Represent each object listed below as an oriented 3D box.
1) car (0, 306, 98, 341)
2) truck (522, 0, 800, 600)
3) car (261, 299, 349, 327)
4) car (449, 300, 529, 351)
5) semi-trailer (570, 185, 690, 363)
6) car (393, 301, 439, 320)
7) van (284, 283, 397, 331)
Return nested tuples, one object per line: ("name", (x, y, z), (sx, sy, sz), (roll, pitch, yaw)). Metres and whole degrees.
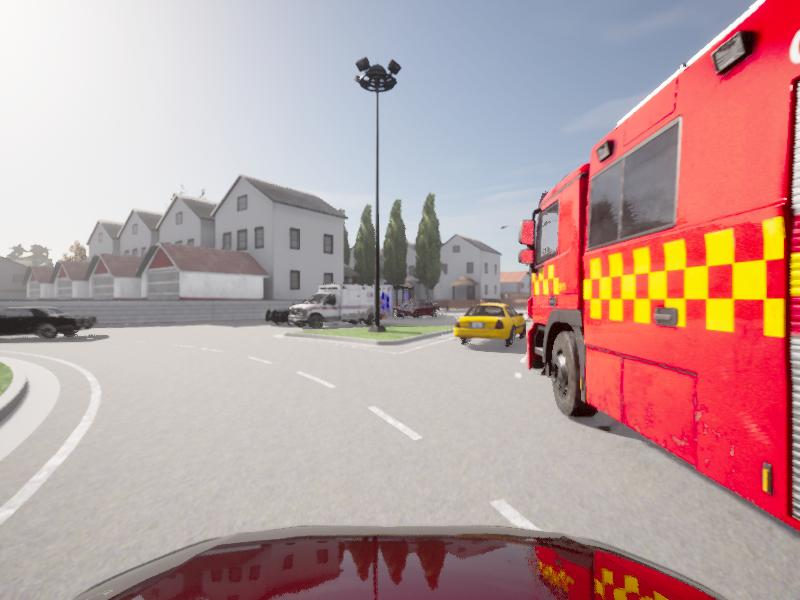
("car", (-15.405, 0.923, 16.204), (4.718, 1.301, 1.895), (0, 0, -15))
("truck", (3.481, -0.324, 2.847), (2.891, 3.827, 8.468), (0, 0, 2))
("car", (-5.982, 0.740, 25.775), (5.238, 1.638, 1.930), (0, 0, -43))
("car", (3.559, 0.783, 15.060), (1.801, 1.575, 5.366), (0, 0, 26))
("semi-trailer", (9.201, -0.639, 16.875), (2.717, 4.402, 14.254), (0, 0, 27))
("car", (1.411, 0.814, 33.812), (1.816, 1.474, 4.193), (0, 0, 36))
("van", (-3.302, 0.350, 23.487), (6.366, 2.431, 2.351), (0, 0, -44))
